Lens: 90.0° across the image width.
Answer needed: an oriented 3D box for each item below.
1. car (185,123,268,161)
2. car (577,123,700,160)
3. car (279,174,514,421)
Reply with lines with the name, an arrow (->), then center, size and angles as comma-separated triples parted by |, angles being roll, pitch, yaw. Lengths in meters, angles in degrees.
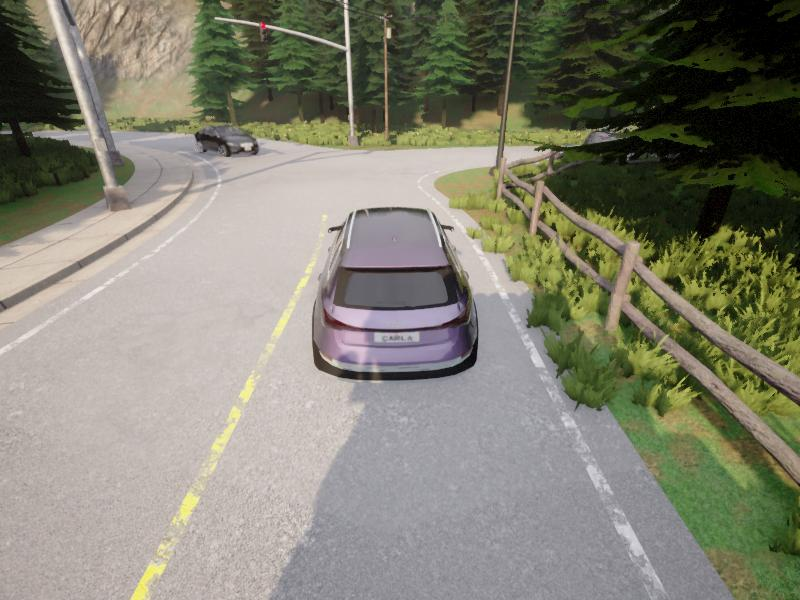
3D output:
car -> -9.729, -8.910, 22.304 | 4.902, 1.511, 2.128 | 23, 35, 38
car -> 12.655, -8.571, 21.577 | 5.027, 1.651, 2.152 | 0, 27, -1
car -> -0.114, -0.596, 5.992 | 2.033, 1.649, 4.856 | -1, 27, -2
